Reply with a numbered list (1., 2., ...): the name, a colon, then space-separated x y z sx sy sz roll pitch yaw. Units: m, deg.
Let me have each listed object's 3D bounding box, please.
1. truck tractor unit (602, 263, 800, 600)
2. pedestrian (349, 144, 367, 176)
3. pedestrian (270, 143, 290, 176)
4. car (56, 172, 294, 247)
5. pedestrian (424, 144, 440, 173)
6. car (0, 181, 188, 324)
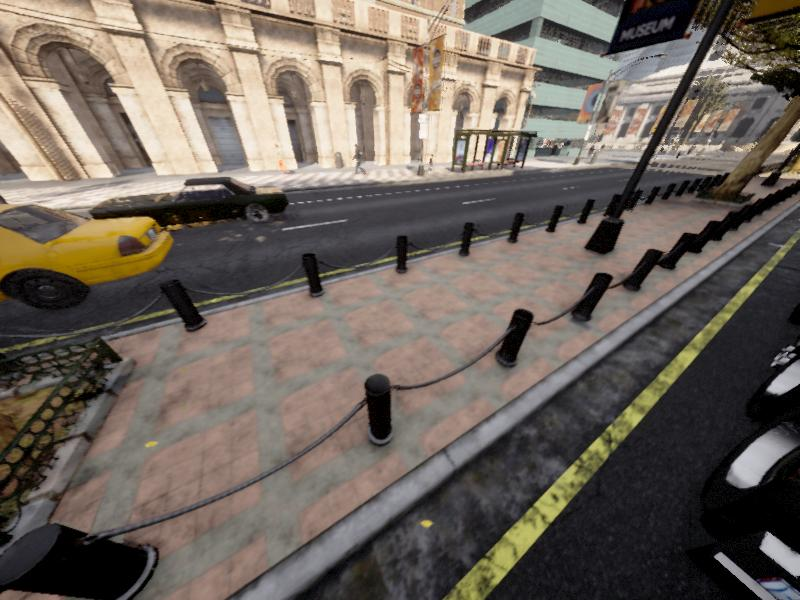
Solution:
1. truck tractor unit: 5.112 -0.299 0.788 6.516 4.208 3.053 -18 39 -24
2. pedestrian: -2.903 -9.709 16.018 0.751 1.860 0.751 -21 40 -28
3. pedestrian: -8.232 -9.655 15.888 0.751 1.860 0.751 -14 37 -20
4. car: -6.116 -3.024 7.172 4.718 1.301 1.895 -18 39 -24
5. pedestrian: 2.488 -11.053 18.006 0.751 1.860 0.751 -19 39 -25
6. car: -6.975 -0.554 3.358 5.366 1.575 1.801 -18 39 -24
